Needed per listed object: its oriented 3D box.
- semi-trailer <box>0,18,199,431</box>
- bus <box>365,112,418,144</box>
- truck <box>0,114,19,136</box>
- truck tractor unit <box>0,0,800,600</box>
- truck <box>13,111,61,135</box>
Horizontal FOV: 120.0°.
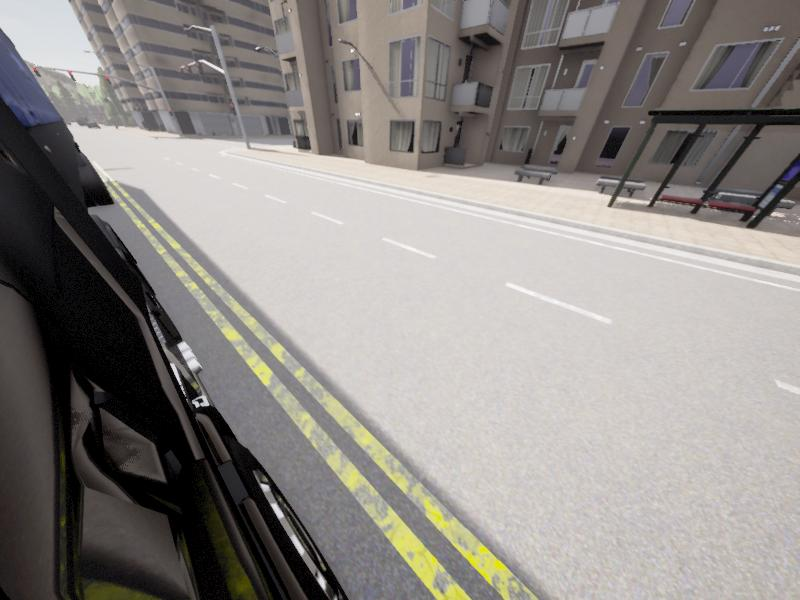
[{"bbox_3d":[-8.591,-3.648,4.369,14.254,4.402,2.717,29,44,31],"label":"semi-trailer"},{"bbox_3d":[-1.357,-32.313,43.623,3.944,4.253,10.273,27,43,30],"label":"bus"},{"bbox_3d":[-50.391,-21.757,28.620,6.274,2.098,2.390,28,44,30],"label":"truck"},{"bbox_3d":[-2.645,-0.295,0.351,6.516,4.208,3.053,28,44,30],"label":"truck tractor unit"},{"bbox_3d":[-50.377,-24.631,32.193,5.204,2.467,2.627,28,43,30],"label":"truck"}]
